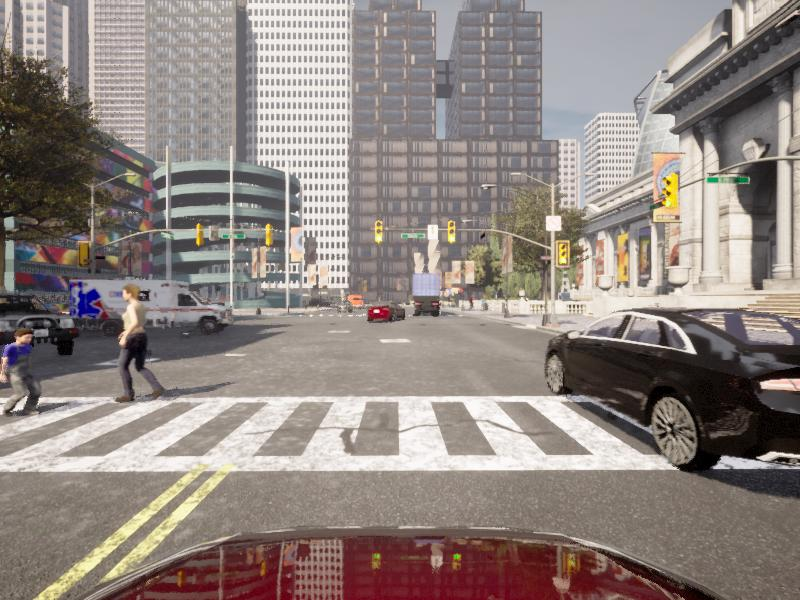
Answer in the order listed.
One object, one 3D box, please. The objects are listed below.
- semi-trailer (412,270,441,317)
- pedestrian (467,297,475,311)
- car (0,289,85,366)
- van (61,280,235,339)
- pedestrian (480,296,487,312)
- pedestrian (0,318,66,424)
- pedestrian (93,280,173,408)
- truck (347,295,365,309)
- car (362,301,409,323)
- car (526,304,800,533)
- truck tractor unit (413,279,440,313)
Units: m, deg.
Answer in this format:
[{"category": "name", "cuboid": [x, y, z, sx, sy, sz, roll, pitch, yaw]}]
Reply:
[{"category": "semi-trailer", "cuboid": [2.969, -0.621, 44.793, 2.717, 4.402, 14.254, 0, 0, 4]}, {"category": "pedestrian", "cuboid": [9.573, 0.485, 53.968, 0.751, 1.860, 0.751, 0, 0, -38]}, {"category": "car", "cuboid": [-11.238, 0.652, 11.431, 4.605, 1.855, 1.932, 0, 0, 30]}, {"category": "van", "cuboid": [-11.182, 0.378, 18.369, 6.366, 2.431, 2.351, 0, 0, -12]}, {"category": "pedestrian", "cuboid": [9.758, 0.485, 46.799, 0.751, 1.860, 0.751, 0, 0, 2]}, {"category": "pedestrian", "cuboid": [-5.236, 0.917, 5.450, 0.751, 1.300, 0.751, 0, 0, 1]}, {"category": "pedestrian", "cuboid": [-4.115, 0.637, 6.212, 0.751, 1.860, 0.751, 0, 0, -2]}, {"category": "truck", "cuboid": [-7.904, 0.356, 71.423, 2.627, 2.467, 5.204, 0, 0, -11]}, {"category": "car", "cuboid": [-0.990, 0.851, 30.540, 2.163, 1.488, 4.792, 0, 0, 17]}, {"category": "car", "cuboid": [3.486, 0.837, 5.197, 2.128, 1.511, 4.902, 0, 0, 0]}, {"category": "truck tractor unit", "cuboid": [3.374, -0.524, 52.694, 3.053, 4.208, 6.516, 0, 0, 0]}]
